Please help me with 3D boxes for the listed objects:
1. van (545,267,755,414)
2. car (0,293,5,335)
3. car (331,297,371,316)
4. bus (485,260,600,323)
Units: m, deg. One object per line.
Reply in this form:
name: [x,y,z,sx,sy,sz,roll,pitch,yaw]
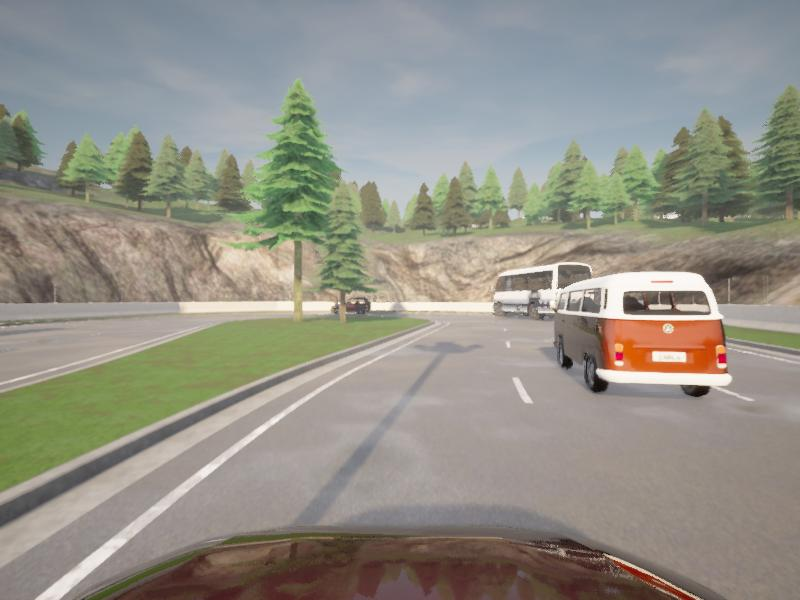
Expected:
van: [4.327,0.569,7.940,2.069,2.038,4.480,0,0,11]
car: [-18.838,0.641,16.500,1.905,1.878,3.866,0,0,-14]
car: [-4.910,0.635,40.597,3.866,1.878,1.905,0,0,0]
bus: [11.101,-0.545,32.996,3.944,4.253,10.273,2,0,-12]
